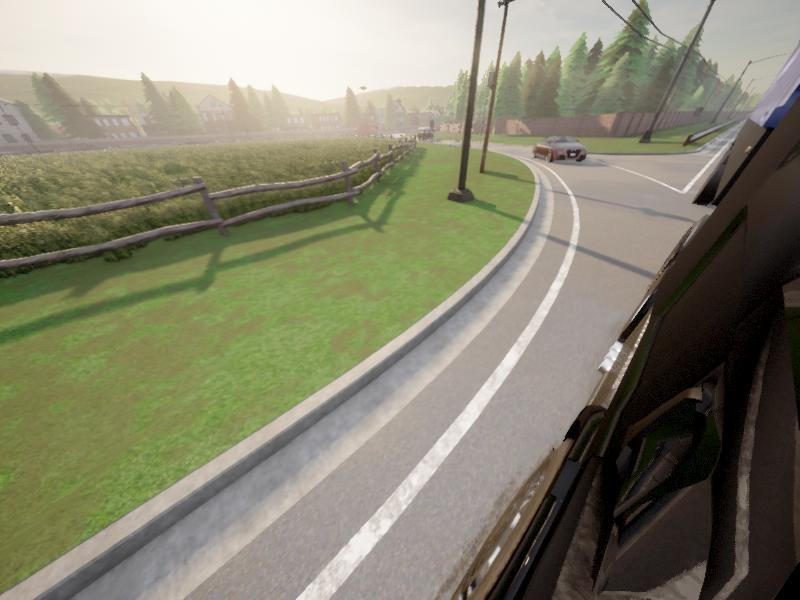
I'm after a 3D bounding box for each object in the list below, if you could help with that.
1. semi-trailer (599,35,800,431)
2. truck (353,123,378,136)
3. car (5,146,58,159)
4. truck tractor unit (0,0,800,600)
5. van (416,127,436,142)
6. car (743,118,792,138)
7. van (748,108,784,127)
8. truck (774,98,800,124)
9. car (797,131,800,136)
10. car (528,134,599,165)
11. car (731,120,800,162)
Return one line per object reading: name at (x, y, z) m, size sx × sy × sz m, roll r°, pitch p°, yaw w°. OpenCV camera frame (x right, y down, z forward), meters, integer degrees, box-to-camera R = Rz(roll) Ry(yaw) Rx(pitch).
semi-trailer at (8.655, -3.628, 4.278) m, size 14.254 × 4.402 × 2.717 m, roll -29°, pitch 44°, yaw -30°
truck at (-12.928, -64.200, 87.024) m, size 8.468 × 3.827 × 2.891 m, roll -28°, pitch 43°, yaw -30°
car at (-72.715, -29.231, 45.728) m, size 5.238 × 1.638 × 1.930 m, roll -28°, pitch 43°, yaw -30°
truck tractor unit at (2.645, -0.295, 0.352) m, size 6.516 × 4.208 × 3.053 m, roll -28°, pitch 44°, yaw -30°
van at (4.577, -29.495, 41.084) m, size 2.069 × 2.038 × 4.480 m, roll -11°, pitch 37°, yaw -11°
car at (38.567, -18.165, 24.354) m, size 4.792 × 1.488 × 2.163 m, roll -28°, pitch 44°, yaw -30°
van at (63.808, -31.903, 40.402) m, size 6.366 × 2.431 × 2.351 m, roll -28°, pitch 44°, yaw -30°
truck at (78.804, -37.684, 46.049) m, size 8.468 × 3.827 × 2.891 m, roll -28°, pitch 44°, yaw -30°
car at (42.385, -17.459, 23.169) m, size 4.892 × 1.490 × 1.837 m, roll -28°, pitch 44°, yaw -30°
car at (10.474, -10.056, 15.307) m, size 1.994 × 1.385 × 4.181 m, roll 1°, pitch 37°, yaw 4°
car at (21.685, -9.295, 13.398) m, size 5.027 × 1.651 × 2.152 m, roll -28°, pitch 44°, yaw -30°
